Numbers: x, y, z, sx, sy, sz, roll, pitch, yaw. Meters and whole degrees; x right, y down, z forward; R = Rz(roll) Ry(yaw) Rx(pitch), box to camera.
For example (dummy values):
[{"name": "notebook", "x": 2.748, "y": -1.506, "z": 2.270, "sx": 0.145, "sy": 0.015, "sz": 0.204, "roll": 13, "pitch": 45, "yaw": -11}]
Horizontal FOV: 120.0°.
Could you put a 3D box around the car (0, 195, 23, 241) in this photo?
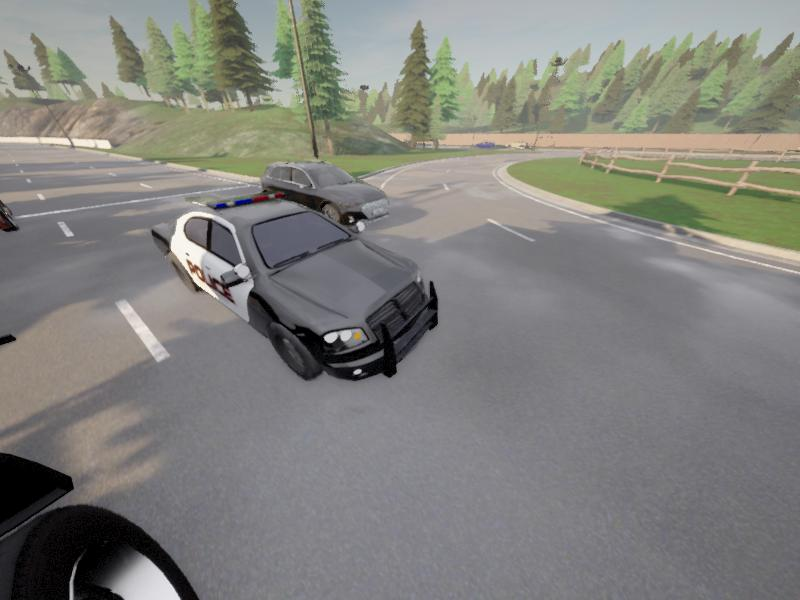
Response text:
[{"name": "car", "x": -12.455, "y": -2.509, "z": 6.136, "sx": 4.181, "sy": 1.385, "sz": 1.994, "roll": 22, "pitch": 41, "yaw": 28}]

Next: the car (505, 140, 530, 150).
[{"name": "car", "x": 27.537, "y": -36.597, "z": 54.364, "sx": 4.605, "sy": 1.855, "sz": 1.932, "roll": 22, "pitch": 41, "yaw": 28}]

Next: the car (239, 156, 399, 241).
[{"name": "car", "x": -2.592, "y": -3.510, "z": 7.432, "sx": 4.856, "sy": 1.649, "sz": 2.033, "roll": 22, "pitch": 41, "yaw": 28}]

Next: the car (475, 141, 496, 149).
[{"name": "car", "x": 21.392, "y": -38.917, "z": 57.949, "sx": 4.514, "sy": 1.525, "sz": 2.007, "roll": 22, "pitch": 41, "yaw": 28}]

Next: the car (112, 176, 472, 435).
[{"name": "car", "x": -1.815, "y": -0.690, "z": 3.530, "sx": 4.974, "sy": 1.542, "sz": 2.038, "roll": 22, "pitch": 41, "yaw": 28}]
